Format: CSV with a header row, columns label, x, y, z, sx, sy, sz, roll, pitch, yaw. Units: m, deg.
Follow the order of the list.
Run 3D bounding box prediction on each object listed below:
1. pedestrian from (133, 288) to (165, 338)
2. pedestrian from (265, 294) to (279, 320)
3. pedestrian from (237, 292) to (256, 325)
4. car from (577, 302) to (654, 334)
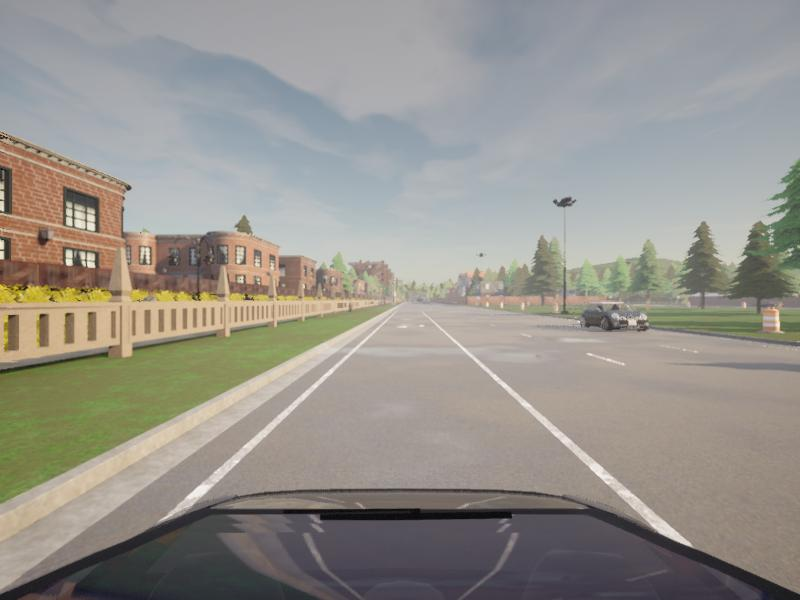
label,x,y,z,sx,sy,sz,roll,pitch,yaw
pedestrian,-9.513,0.481,15.198,0.751,1.860,0.751,0,0,2
pedestrian,-9.098,0.477,28.530,0.751,1.860,0.751,0,0,0
pedestrian,-8.708,0.478,22.701,0.751,1.860,0.751,0,0,2
car,10.982,0.846,20.722,1.970,1.475,3.806,0,0,1
